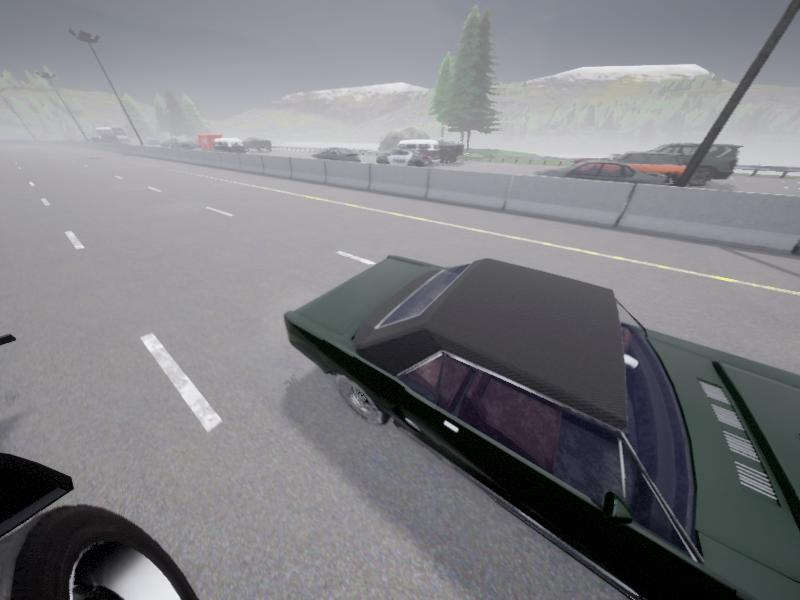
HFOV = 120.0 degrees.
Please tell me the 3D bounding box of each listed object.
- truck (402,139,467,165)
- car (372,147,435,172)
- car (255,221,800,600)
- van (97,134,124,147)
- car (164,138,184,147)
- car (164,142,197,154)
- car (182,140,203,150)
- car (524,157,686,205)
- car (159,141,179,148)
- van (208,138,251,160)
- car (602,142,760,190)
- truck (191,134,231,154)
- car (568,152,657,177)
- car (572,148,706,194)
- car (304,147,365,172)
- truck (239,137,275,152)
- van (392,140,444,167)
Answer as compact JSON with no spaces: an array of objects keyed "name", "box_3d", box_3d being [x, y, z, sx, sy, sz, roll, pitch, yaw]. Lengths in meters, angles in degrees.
[{"name":"truck","box_3d":[3.518,-15.976,24.782,6.274,2.098,2.390,22,41,28]},{"name":"car","box_3d":[0.205,-12.171,19.848,4.974,1.542,2.038,22,41,28]},{"name":"car","box_3d":[1.249,0.662,1.856,4.718,1.301,1.895,22,41,28]},{"name":"van","box_3d":[-70.702,-38.922,56.328,5.915,2.561,1.988,19,39,25]},{"name":"car","box_3d":[-59.493,-41.553,60.764,4.605,1.855,1.932,22,41,28]},{"name":"car","box_3d":[-34.189,-23.710,35.963,4.902,1.511,2.128,22,41,28]},{"name":"car","box_3d":[-43.208,-32.291,48.091,4.193,1.474,1.816,22,41,28]},{"name":"car","box_3d":[9.338,-5.932,11.191,5.357,1.411,2.033,22,41,28]},{"name":"car","box_3d":[-54.927,-36.998,54.831,4.718,1.301,1.895,22,41,28]},{"name":"van","box_3d":[-20.781,-18.467,28.174,4.480,2.038,2.069,22,41,28]},{"name":"car","box_3d":[16.216,-8.320,14.068,5.566,2.045,2.150,22,41,28]},{"name":"truck","box_3d":[-30.163,-24.925,36.889,5.204,2.467,2.627,22,41,28]},{"name":"car","box_3d":[16.091,-10.526,17.847,4.718,1.301,1.895,22,41,28]},{"name":"car","box_3d":[12.573,-7.240,12.722,4.553,1.767,2.097,22,41,28]},{"name":"car","box_3d":[-5.589,-12.059,19.663,4.902,1.511,2.128,22,41,28]},{"name":"truck","box_3d":[-25.695,-27.877,41.435,6.274,2.098,2.390,22,41,28]},{"name":"van","box_3d":[1.666,-14.245,22.362,4.480,2.038,2.069,22,41,28]}]
